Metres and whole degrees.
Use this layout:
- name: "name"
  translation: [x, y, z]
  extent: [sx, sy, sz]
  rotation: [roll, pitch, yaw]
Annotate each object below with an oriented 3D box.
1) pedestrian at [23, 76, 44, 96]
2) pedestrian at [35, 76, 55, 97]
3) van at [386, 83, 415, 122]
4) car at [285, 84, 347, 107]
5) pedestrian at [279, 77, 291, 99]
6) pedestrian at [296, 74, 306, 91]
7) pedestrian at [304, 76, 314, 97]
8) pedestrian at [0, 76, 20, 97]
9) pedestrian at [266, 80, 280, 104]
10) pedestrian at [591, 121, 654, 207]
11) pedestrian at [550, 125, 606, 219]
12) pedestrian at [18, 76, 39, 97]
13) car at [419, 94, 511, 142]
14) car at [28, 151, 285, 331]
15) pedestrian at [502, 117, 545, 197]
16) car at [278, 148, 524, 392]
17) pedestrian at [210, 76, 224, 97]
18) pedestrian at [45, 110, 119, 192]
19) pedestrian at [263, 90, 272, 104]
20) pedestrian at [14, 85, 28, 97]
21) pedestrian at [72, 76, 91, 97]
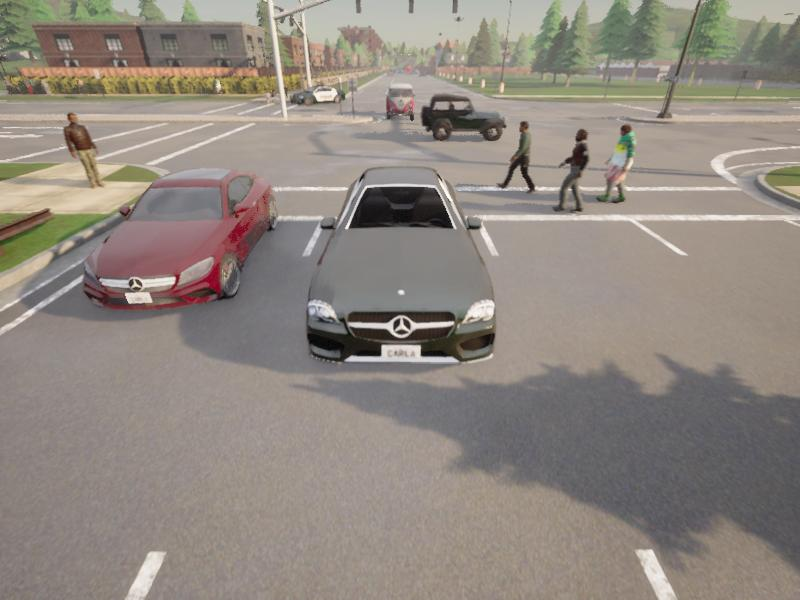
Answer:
- name: "pedestrian"
  translation: [-39.031, -22.737, 42.588]
  extent: [0.751, 1.860, 0.751]
  rotation: [-2, 30, -3]
- name: "pedestrian"
  translation: [-37.641, -22.677, 42.487]
  extent: [0.751, 1.860, 0.751]
  rotation: [-2, 30, -4]
- name: "van"
  translation: [0.028, -13.085, 26.361]
  extent: [1.775, 1.987, 4.442]
  rotation: [0, 30, 0]
- name: "car"
  translation: [-7.458, -18.447, 35.959]
  extent: [4.974, 1.542, 2.038]
  rotation: [-25, 39, -36]
- name: "pedestrian"
  translation: [-11.157, -20.527, 38.772]
  extent: [0.751, 1.860, 0.751]
  rotation: [0, 30, 0]
- name: "pedestrian"
  translation: [-12.859, -28.266, 52.043]
  extent: [0.751, 1.860, 0.751]
  rotation: [8, 31, 13]
- name: "pedestrian"
  translation: [-9.726, -22.743, 42.616]
  extent: [0.751, 1.860, 0.751]
  rotation: [-10, 32, -16]
- name: "pedestrian"
  translation: [-41.441, -22.648, 42.434]
  extent: [0.751, 1.860, 0.751]
  rotation: [13, 33, 20]
- name: "pedestrian"
  translation: [-11.618, -19.063, 36.634]
  extent: [0.751, 1.860, 0.751]
  rotation: [8, 31, 13]
- name: "pedestrian"
  translation: [5.348, -3.310, 9.752]
  extent: [0.751, 1.860, 0.751]
  rotation: [6, 31, 10]
- name: "pedestrian"
  translation: [3.958, -2.882, 9.025]
  extent: [0.751, 1.860, 0.751]
  rotation: [10, 32, 17]
- name: "pedestrian"
  translation: [-39.308, -22.586, 42.330]
  extent: [0.751, 1.860, 0.751]
  rotation: [1, 30, 1]
- name: "car"
  translation: [2.892, -8.487, 18.604]
  extent: [3.866, 1.878, 1.905]
  rotation: [0, 30, 1]
- name: "car"
  translation: [-3.464, -1.419, 6.978]
  extent: [1.812, 1.442, 4.674]
  rotation: [-1, 30, -3]
- name: "pedestrian"
  translation: [3.197, -3.753, 10.508]
  extent: [0.751, 1.860, 0.751]
  rotation: [5, 31, 9]
- name: "car"
  translation: [0.013, -0.994, 6.078]
  extent: [2.152, 1.651, 5.027]
  rotation: [0, 30, 0]
- name: "pedestrian"
  translation: [-19.396, -22.665, 42.478]
  extent: [0.751, 1.860, 0.751]
  rotation: [0, 30, 0]
- name: "pedestrian"
  translation: [-8.213, -3.874, 10.406]
  extent: [0.751, 1.860, 0.751]
  rotation: [19, 35, 29]
- name: "pedestrian"
  translation: [-11.841, -18.115, 35.768]
  extent: [0.500, 1.100, 0.500]
  rotation: [0, 30, 0]
- name: "pedestrian"
  translation: [-40.386, -22.307, 42.604]
  extent: [0.500, 1.100, 0.500]
  rotation: [3, 30, 5]
- name: "pedestrian"
  translation: [-33.848, -22.702, 42.531]
  extent: [0.751, 1.860, 0.751]
  rotation: [0, 30, 0]
